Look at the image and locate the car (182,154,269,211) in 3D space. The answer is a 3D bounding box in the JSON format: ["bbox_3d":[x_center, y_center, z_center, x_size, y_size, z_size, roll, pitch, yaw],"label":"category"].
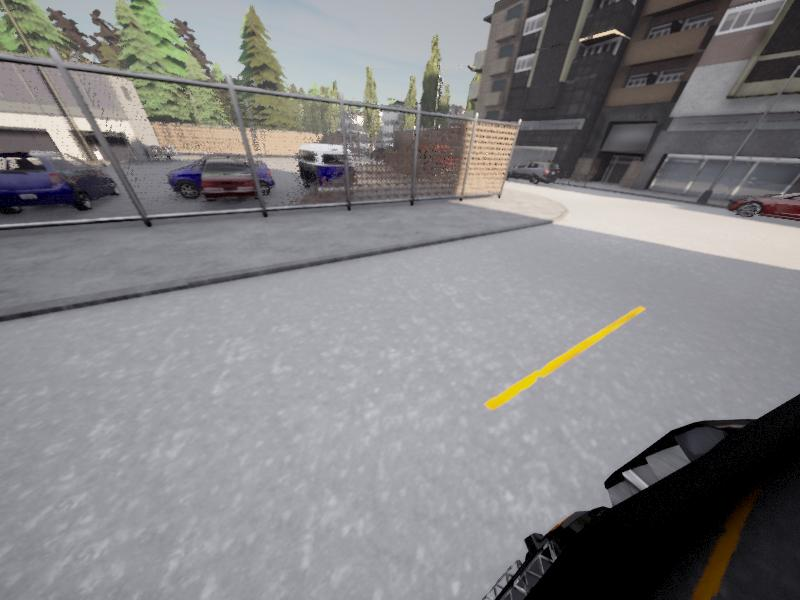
[{"bbox_3d":[-7.131,-5.198,9.778,2.033,1.415,5.357,-16,38,-26],"label":"car"}]

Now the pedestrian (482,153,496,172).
[{"bbox_3d":[10.284,-15.937,26.738,0.751,1.860,0.751,-16,38,-26],"label":"pedestrian"}]

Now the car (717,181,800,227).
[{"bbox_3d":[18.326,-4.062,10.126,2.163,1.488,4.792,-16,38,-26],"label":"car"}]

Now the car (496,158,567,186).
[{"bbox_3d":[11.217,-11.201,20.101,2.242,1.667,4.611,-16,38,-26],"label":"car"}]

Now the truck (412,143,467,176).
[{"bbox_3d":[3.830,-14.457,23.693,2.627,2.467,5.204,-16,38,-26],"label":"truck"}]

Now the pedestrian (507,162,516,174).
[{"bbox_3d":[12.153,-14.350,25.189,0.500,1.100,0.500,30,42,34],"label":"pedestrian"}]

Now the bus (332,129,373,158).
[{"bbox_3d":[-8.989,-31.103,46.012,3.944,4.253,10.273,8,35,10],"label":"bus"}]

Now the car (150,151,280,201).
[{"bbox_3d":[-7.404,-5.282,9.752,3.705,1.547,1.789,-16,38,-26],"label":"car"}]
